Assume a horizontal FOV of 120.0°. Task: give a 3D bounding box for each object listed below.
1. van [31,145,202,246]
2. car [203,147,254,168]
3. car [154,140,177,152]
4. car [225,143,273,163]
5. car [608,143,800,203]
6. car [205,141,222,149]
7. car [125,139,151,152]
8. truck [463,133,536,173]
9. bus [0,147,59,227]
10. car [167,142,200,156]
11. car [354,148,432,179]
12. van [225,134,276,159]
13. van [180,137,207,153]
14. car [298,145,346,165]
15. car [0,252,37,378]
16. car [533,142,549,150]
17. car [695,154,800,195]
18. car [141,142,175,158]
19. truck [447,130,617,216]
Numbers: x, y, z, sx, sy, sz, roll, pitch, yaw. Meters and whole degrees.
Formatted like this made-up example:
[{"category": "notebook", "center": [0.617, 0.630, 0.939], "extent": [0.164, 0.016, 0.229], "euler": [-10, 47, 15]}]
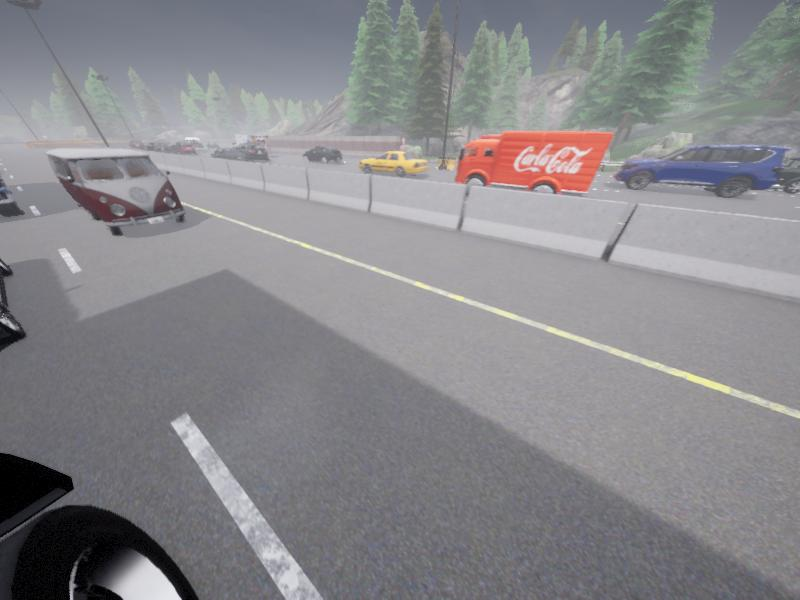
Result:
[{"category": "van", "center": [-8.306, -3.312, 6.816], "extent": [4.442, 1.987, 1.775], "euler": [21, 40, 27]}, {"category": "car", "center": [-16.060, -13.440, 21.656], "extent": [4.181, 1.385, 1.994], "euler": [22, 40, 27]}, {"category": "car", "center": [-42.997, -28.394, 42.489], "extent": [2.242, 1.667, 4.611], "euler": [-22, 41, -28]}, {"category": "car", "center": [-16.491, -16.171, 25.265], "extent": [4.611, 1.667, 2.242], "euler": [22, 40, 27]}, {"category": "car", "center": [14.432, -6.527, 11.519], "extent": [5.566, 2.045, 2.150], "euler": [22, 40, 27]}, {"category": "car", "center": [-40.840, -33.973, 50.560], "extent": [1.970, 1.475, 3.806], "euler": [-15, 38, -20]}, {"category": "car", "center": [-44.746, -26.514, 39.598], "extent": [2.097, 1.767, 4.553], "euler": [-24, 42, -30]}, {"category": "truck", "center": [8.308, -12.916, 20.155], "extent": [2.627, 2.467, 5.204], "euler": [-17, 38, -17]}, {"category": "bus", "center": [-16.685, -5.201, 7.458], "extent": [10.273, 4.253, 3.944], "euler": [22, 40, 27]}, {"category": "car", "center": [-31.698, -22.172, 33.775], "extent": [4.514, 1.525, 2.007], "euler": [23, 41, 29]}, {"category": "car", "center": [-0.561, -9.833, 16.486], "extent": [5.366, 1.575, 1.801], "euler": [22, 40, 27]}, {"category": "van", "center": [-19.517, -20.120, 30.186], "extent": [6.366, 2.431, 2.351], "euler": [22, 40, 27]}, {"category": "van", "center": [-35.739, -26.898, 40.005], "extent": [4.480, 2.038, 2.069], "euler": [29, 45, 34]}, {"category": "car", "center": [-8.158, -15.241, 24.171], "extent": [4.892, 1.490, 1.837], "euler": [22, 40, 27]}, {"category": "car", "center": [-6.832, -0.216, 2.600], "extent": [4.553, 1.767, 2.097], "euler": [22, 40, 27]}, {"category": "car", "center": [33.761, -36.893, 55.287], "extent": [2.128, 1.511, 4.902], "euler": [25, 42, 31]}, {"category": "car", "center": [19.298, -6.834, 12.426], "extent": [3.705, 1.549, 1.789], "euler": [22, 40, 27]}, {"category": "car", "center": [-31.731, -19.723, 30.276], "extent": [3.705, 1.549, 1.789], "euler": [22, 40, 27]}, {"category": "truck", "center": [5.051, -5.534, 9.670], "extent": [5.204, 2.467, 2.627], "euler": [22, 41, 27]}]
